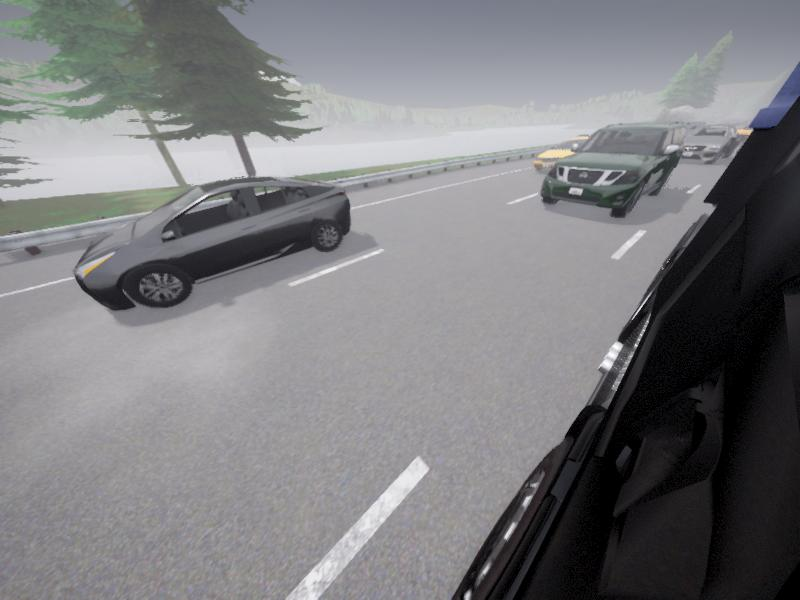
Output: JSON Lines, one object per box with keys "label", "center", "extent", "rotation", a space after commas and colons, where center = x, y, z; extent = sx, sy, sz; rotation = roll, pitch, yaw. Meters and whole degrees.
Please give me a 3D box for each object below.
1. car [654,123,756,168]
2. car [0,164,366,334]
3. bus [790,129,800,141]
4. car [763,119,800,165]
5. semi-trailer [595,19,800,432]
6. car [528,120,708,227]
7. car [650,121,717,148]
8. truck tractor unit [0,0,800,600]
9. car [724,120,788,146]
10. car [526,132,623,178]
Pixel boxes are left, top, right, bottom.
{"label": "car", "center": [17.283, -8.847, 13.102], "extent": [5.027, 1.651, 2.152], "rotation": [-23, 41, -25]}
{"label": "car", "center": [-3.200, -1.492, 4.588], "extent": [4.514, 1.525, 2.007], "rotation": [-29, 44, -31]}
{"label": "bus", "center": [38.904, -16.218, 19.454], "extent": [10.273, 4.253, 3.944], "rotation": [-23, 41, -25]}
{"label": "car", "center": [21.355, -8.132, 11.747], "extent": [4.553, 1.767, 2.097], "rotation": [-23, 41, -25]}
{"label": "semi-trailer", "center": [8.864, -3.475, 4.075], "extent": [14.254, 4.402, 2.717], "rotation": [-26, 42, -28]}
{"label": "car", "center": [6.786, -4.203, 7.172], "extent": [5.566, 2.045, 2.150], "rotation": [-26, 43, -28]}
{"label": "car", "center": [24.518, -14.369, 20.019], "extent": [4.611, 1.667, 2.242], "rotation": [-23, 41, -24]}
{"label": "truck tractor unit", "center": [2.645, -0.295, 0.351], "extent": [6.516, 4.208, 3.053], "rotation": [-28, 44, -30]}
{"label": "car", "center": [29.667, -13.954, 19.257], "extent": [5.008, 1.535, 1.882], "rotation": [-22, 41, -24]}
{"label": "car", "center": [9.258, -7.804, 12.236], "extent": [5.366, 1.575, 1.801], "rotation": [-25, 42, -27]}
